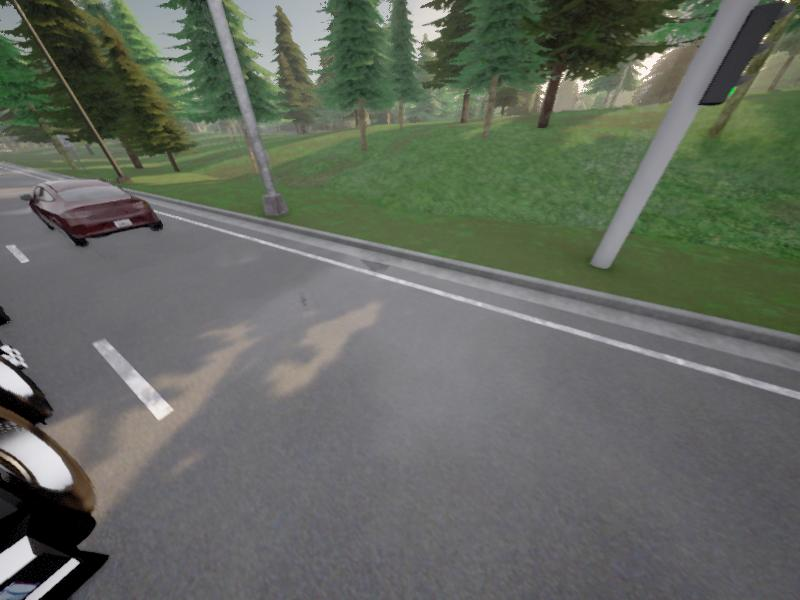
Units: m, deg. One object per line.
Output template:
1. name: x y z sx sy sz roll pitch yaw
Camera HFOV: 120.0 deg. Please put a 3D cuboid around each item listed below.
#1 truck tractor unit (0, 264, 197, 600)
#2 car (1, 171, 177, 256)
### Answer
1. truck tractor unit: -5.116 -0.295 0.780 6.516 4.208 3.053 18 39 24
2. car: -9.161 -2.780 6.834 4.674 1.442 1.812 18 39 24
